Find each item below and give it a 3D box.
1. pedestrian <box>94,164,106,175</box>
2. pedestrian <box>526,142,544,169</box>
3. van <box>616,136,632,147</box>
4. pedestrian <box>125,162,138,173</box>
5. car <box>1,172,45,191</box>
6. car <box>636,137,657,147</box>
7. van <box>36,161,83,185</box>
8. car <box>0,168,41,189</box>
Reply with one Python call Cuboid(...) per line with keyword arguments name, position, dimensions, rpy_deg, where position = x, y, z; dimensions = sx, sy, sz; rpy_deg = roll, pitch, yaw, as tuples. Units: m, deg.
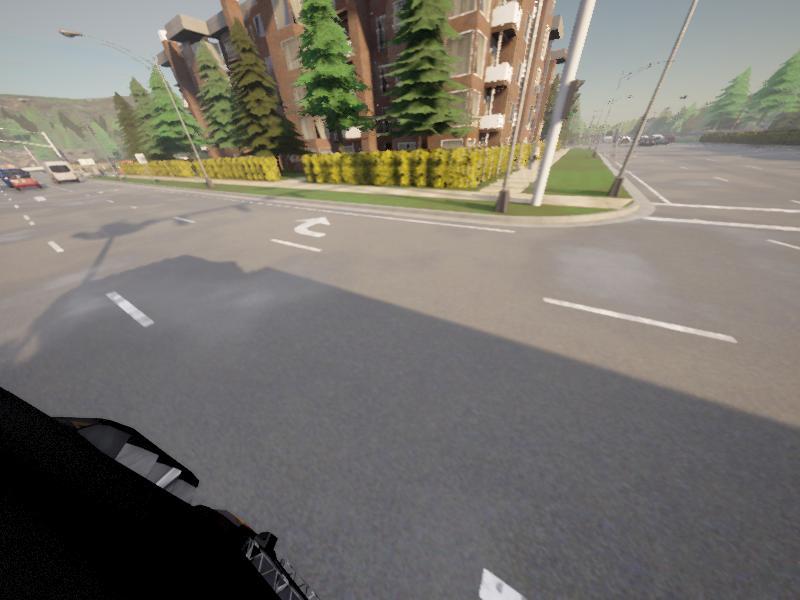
Cuboid(name="pedestrian", position=(-61.143, -26.578, 47.112), dimensions=(0.751, 1.860, 0.751), rpy_deg=(22, 41, 33))
Cuboid(name="pedestrian", position=(11.266, -12.034, 19.292), dimensions=(0.751, 1.860, 0.751), rpy_deg=(18, 39, 28))
Cuboid(name="van", position=(56.327, -39.906, 58.146), dimensions=(2.069, 2.038, 4.480), rpy_deg=(18, 39, 28))
Cuboid(name="pedestrian", position=(-51.140, -25.178, 43.951), dimensions=(0.751, 1.860, 0.751), rpy_deg=(18, 39, 28))
Cuboid(name="car", position=(-42.164, -13.291, 25.839), dimensions=(3.988, 1.617, 1.851), rpy_deg=(18, 39, 28))
Cuboid(name="car", position=(56.158, -36.011, 52.722), dimensions=(2.242, 1.667, 4.611), rpy_deg=(18, 39, 28))
Cuboid(name="van", position=(-45.865, -17.147, 31.108), dimensions=(5.915, 2.561, 1.988), rpy_deg=(17, 39, 28))
Cuboid(name="car", position=(-48.176, -15.381, 29.064), dimensions=(5.566, 2.045, 2.150), rpy_deg=(18, 39, 28))
